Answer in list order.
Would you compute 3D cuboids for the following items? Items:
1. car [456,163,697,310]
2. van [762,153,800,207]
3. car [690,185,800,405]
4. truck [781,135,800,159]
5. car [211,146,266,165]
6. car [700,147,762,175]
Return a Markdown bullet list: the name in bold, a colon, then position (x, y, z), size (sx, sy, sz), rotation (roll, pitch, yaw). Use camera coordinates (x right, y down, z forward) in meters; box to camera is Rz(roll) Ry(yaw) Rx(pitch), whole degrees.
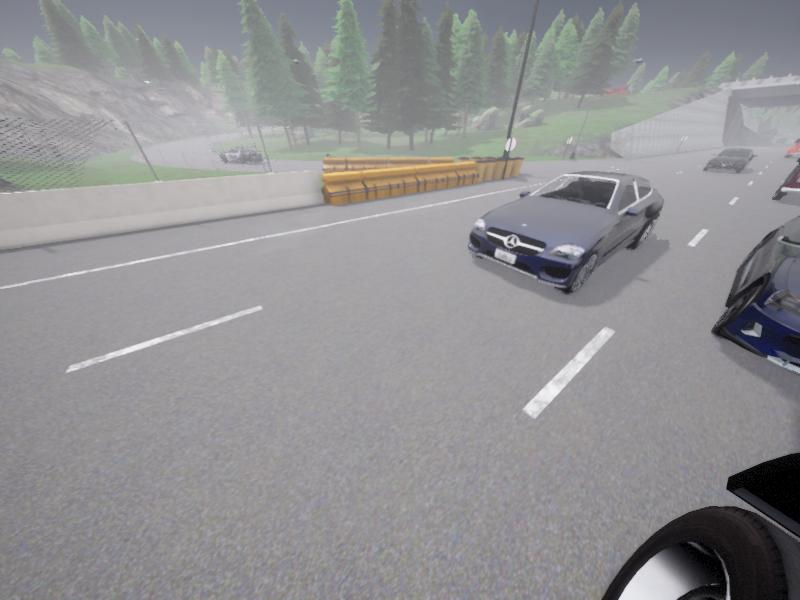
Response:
- **car**: position (3.896, -1.863, 5.107), size (5.027, 1.651, 2.152), rotation (-23, 41, -28)
- **van**: position (17.090, -5.042, 9.142), size (4.480, 2.038, 2.069), rotation (-22, 41, -28)
- **car**: position (6.174, -0.316, 2.900), size (4.856, 1.649, 2.033), rotation (-23, 41, -29)
- **truck**: position (46.725, -17.538, 26.246), size (5.204, 2.467, 2.627), rotation (-22, 41, -29)
- **car**: position (-17.325, -15.583, 24.828), size (4.974, 1.542, 2.038), rotation (15, 38, 21)
- **car**: position (24.801, -10.505, 17.294), size (4.892, 1.490, 1.837), rotation (-22, 41, -28)
